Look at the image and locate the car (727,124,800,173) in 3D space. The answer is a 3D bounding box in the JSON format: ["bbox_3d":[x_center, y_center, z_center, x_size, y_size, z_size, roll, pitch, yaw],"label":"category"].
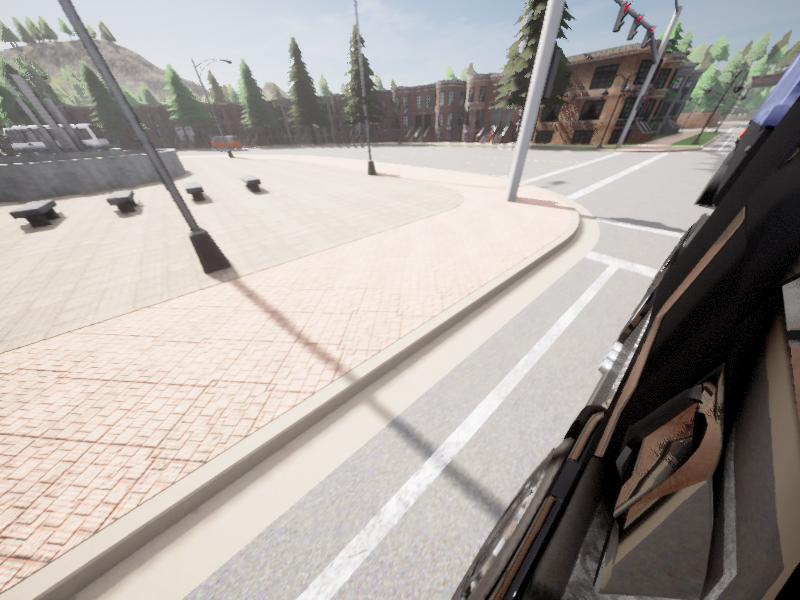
[{"bbox_3d":[18.777,-7.778,11.651,5.238,1.638,1.930,-28,44,-30],"label":"car"}]

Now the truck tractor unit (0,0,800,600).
[{"bbox_3d":[2.645,-0.295,0.351,6.516,4.208,3.053,-28,44,-30],"label":"truck tractor unit"}]

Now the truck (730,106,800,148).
[{"bbox_3d":[29.867,-14.000,18.662,5.204,2.467,2.627,-28,44,-30],"label":"truck"}]

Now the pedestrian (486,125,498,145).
[{"bbox_3d":[10.690,-19.211,26.925,0.751,1.860,0.751,-29,44,-31],"label":"pedestrian"}]

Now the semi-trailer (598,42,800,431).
[{"bbox_3d":[8.700,-3.580,4.259,14.254,4.402,2.717,-28,44,-30],"label":"semi-trailer"}]

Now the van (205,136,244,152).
[{"bbox_3d":[-27.995,-24.996,36.971,4.442,1.987,1.775,3,37,7],"label":"van"}]

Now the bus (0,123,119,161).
[{"bbox_3d":[-53.312,-24.824,36.230,10.273,4.253,3.944,-17,39,-19],"label":"bus"}]
